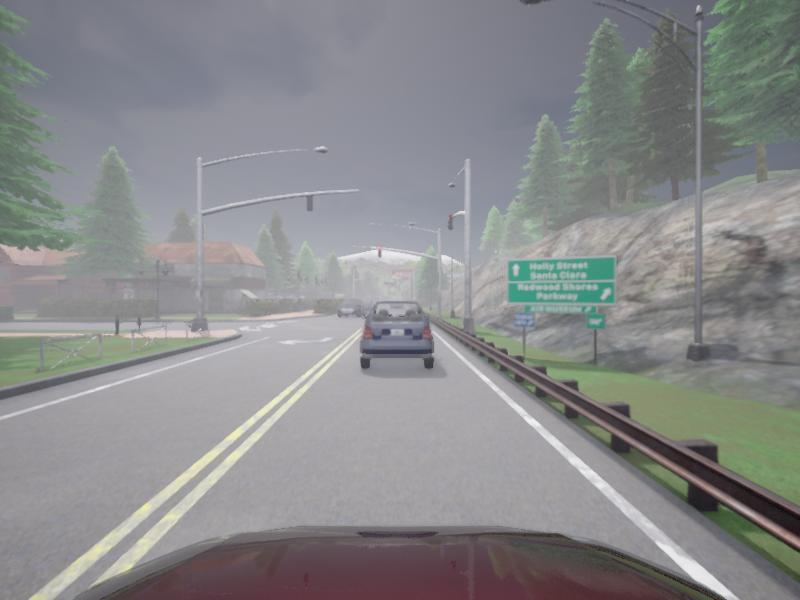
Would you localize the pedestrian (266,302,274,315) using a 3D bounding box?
[{"bbox_3d":[-11.296,0.769,34.708,0.500,1.100,0.500,0,0,39],"label":"pedestrian"}]

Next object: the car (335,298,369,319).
[{"bbox_3d":[-4.008,0.653,34.119,2.033,1.649,4.856,0,0,4],"label":"car"}]

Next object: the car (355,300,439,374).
[{"bbox_3d":[-0.077,0.777,10.324,1.789,1.549,3.705,0,0,-1],"label":"car"}]

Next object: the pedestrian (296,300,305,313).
[{"bbox_3d":[-10.072,0.615,40.436,0.751,1.300,0.751,0,0,0],"label":"pedestrian"}]

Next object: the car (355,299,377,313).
[{"bbox_3d":[-3.843,0.669,45.610,2.128,1.511,4.902,0,0,0],"label":"car"}]
